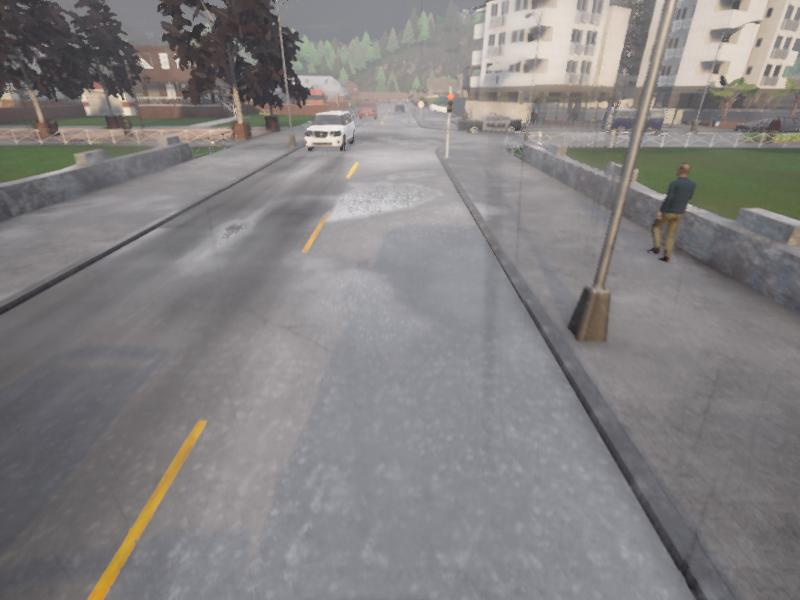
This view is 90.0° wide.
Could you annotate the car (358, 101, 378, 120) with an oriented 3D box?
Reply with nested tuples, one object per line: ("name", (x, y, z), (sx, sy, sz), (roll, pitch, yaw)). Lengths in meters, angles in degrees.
("car", (-4.016, -24.330, 51.328), (2.150, 2.045, 5.566), (0, 27, 0))

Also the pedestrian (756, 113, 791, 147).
("pedestrian", (23.371, -10.661, 25.081), (0.751, 1.860, 0.751), (0, 27, 0))

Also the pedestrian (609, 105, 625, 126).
("pedestrian", (20.930, -17.785, 38.573), (0.751, 1.860, 0.751), (0, 27, -1))

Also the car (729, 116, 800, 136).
("car", (31.252, -14.565, 33.480), (5.357, 1.411, 2.033), (0, 27, 0))

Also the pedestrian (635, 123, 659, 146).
("pedestrian", (15.562, -10.450, 25.216), (0.751, 1.300, 0.751), (-1, 27, -2))

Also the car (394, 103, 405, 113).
("car", (-0.022, -33.181, 69.060), (1.837, 1.490, 4.892), (0, 27, 0))

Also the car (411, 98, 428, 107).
("car", (4.944, -48.986, 99.243), (3.866, 1.878, 1.905), (7, 28, 13))

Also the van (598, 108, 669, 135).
("van", (19.311, -14.871, 33.323), (4.442, 1.987, 1.775), (0, 27, 0))

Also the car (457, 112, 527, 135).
("car", (7.568, -14.734, 33.330), (5.238, 1.638, 1.930), (-1, 27, -2))

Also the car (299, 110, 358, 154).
("car", (-4.115, -10.245, 24.111), (2.150, 2.045, 5.566), (2, 27, 3))

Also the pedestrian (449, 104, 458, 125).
("pedestrian", (5.488, -19.155, 41.319), (0.751, 1.860, 0.751), (5, 28, 9))

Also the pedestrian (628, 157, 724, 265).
("pedestrian", (5.114, -1.668, 7.542), (0.751, 1.860, 0.751), (0, 27, 0))
